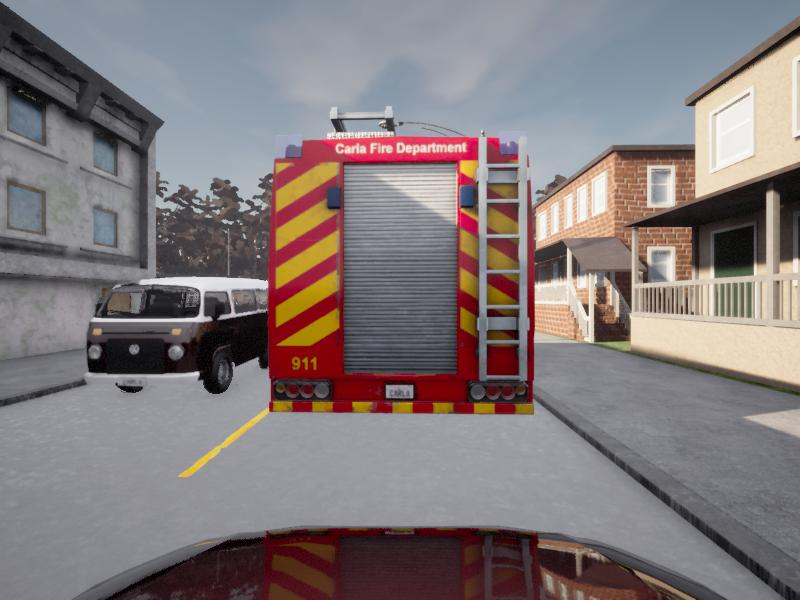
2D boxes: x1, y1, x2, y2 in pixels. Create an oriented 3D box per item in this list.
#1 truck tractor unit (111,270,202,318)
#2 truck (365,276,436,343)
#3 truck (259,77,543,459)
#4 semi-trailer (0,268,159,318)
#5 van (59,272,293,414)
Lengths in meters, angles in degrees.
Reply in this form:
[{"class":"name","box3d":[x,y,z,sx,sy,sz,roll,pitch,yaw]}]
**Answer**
[{"class":"truck tractor unit","box3d":[-22.094,-0.502,36.577,6.516,4.208,3.053,0,0,1]},{"class":"truck","box3d":[0.173,0.357,17.323,2.627,2.467,5.204,0,0,4]},{"class":"truck","box3d":[0.146,-0.321,8.301,2.891,3.827,8.468,0,0,2]},{"class":"semi-trailer","box3d":[-30.011,-0.619,36.801,14.254,4.402,2.717,0,0,2]},{"class":"van","box3d":[-3.813,0.565,7.989,2.069,2.038,4.480,0,2,1]}]
